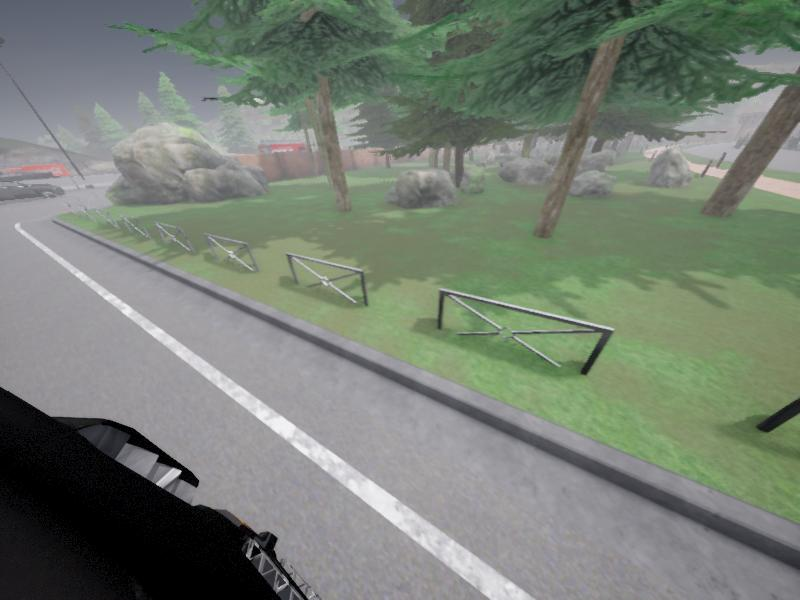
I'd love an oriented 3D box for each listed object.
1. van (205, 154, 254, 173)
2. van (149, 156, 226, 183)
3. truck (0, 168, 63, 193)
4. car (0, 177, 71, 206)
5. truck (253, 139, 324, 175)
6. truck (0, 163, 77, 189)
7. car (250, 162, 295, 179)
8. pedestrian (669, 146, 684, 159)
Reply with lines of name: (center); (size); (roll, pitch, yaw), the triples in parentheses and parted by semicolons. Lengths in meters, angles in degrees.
van: (-30.316, -24.513, 41.402); (2.351, 2.431, 6.366); (15, 38, 25)
van: (-26.440, -16.607, 29.188); (2.351, 2.431, 6.366); (15, 38, 25)
truck: (-44.612, -13.675, 26.472); (2.390, 2.098, 6.274); (16, 38, 26)
car: (-30.191, -8.420, 17.970); (2.128, 1.511, 4.902); (15, 38, 25)
truck: (-15.391, -20.597, 33.082); (2.891, 3.827, 8.468); (15, 38, 25)
truck: (-49.324, -16.970, 31.470); (2.627, 2.467, 5.204); (15, 38, 25)
car: (-15.283, -15.685, 27.895); (1.994, 1.385, 4.181); (15, 38, 25)
pedestrian: (26.895, -14.339, 22.476); (0.500, 1.100, 0.500); (16, 38, 27)
